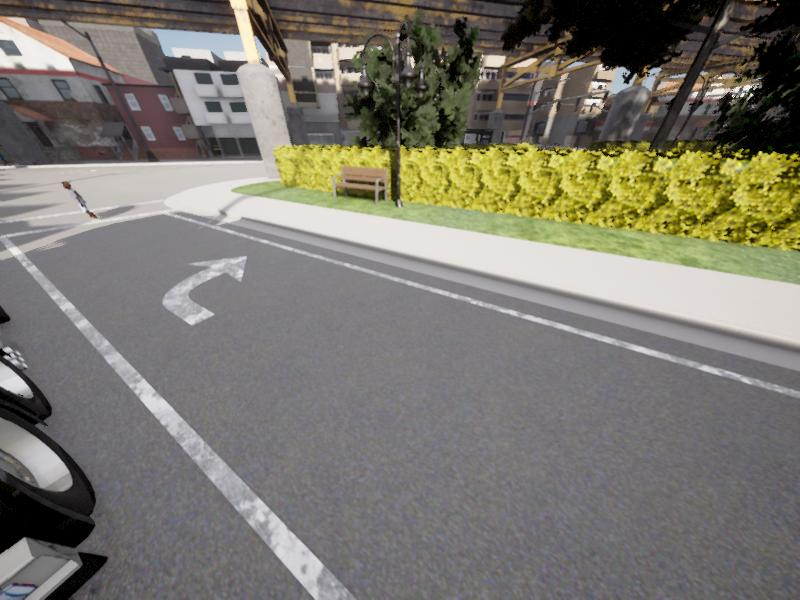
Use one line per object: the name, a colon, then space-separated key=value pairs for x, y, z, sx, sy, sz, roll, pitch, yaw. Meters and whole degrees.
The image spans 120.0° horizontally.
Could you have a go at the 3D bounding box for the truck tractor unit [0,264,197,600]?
truck tractor unit: x=-5.117 y=-0.292 z=0.791 sx=6.516 sy=4.208 sz=3.053 roll=18 pitch=39 yaw=24

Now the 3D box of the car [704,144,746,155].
car: x=52.192 y=-24.181 z=37.138 sx=4.181 sy=1.385 sz=1.994 roll=-8 pitch=36 yaw=-12

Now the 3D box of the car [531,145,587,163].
car: x=18.468 y=-17.060 z=26.957 sx=5.366 sy=1.575 sz=1.801 roll=-9 pitch=36 yaw=-12

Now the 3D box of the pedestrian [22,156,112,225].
pedestrian: x=-10.530 y=-3.516 z=7.431 sx=0.751 sy=1.860 sz=0.751 roll=-25 pitch=42 yaw=-31

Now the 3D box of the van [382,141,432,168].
van: x=0.659 y=-14.530 z=23.048 sx=4.480 sy=2.038 sz=2.069 roll=-9 pitch=36 yaw=-11

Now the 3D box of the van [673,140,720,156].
van: x=45.480 y=-23.435 z=35.524 sx=4.480 sy=2.038 sz=2.069 roll=-9 pitch=36 yaw=-12
